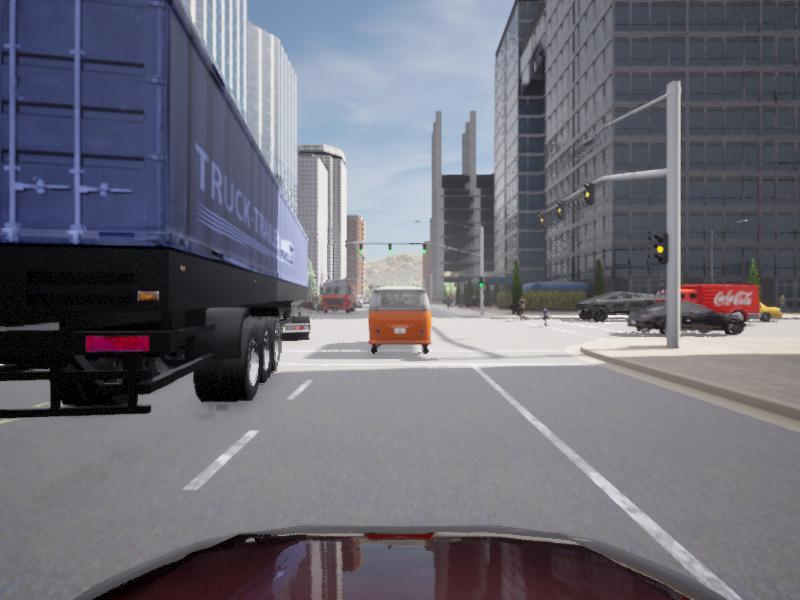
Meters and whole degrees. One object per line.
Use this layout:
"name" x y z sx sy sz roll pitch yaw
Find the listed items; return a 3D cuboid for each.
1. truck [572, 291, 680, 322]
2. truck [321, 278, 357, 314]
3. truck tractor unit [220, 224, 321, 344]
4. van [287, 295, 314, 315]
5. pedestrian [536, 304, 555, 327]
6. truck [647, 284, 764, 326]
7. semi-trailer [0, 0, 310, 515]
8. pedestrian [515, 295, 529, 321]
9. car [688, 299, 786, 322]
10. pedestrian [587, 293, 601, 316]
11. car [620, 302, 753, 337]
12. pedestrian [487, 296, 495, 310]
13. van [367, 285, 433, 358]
"truck" 15.836 0.467 28.350 6.274 2.098 2.390 0 0 1
"truck" -6.995 -0.446 46.966 2.891 3.827 8.468 0 0 0
"truck tractor unit" -5.964 -0.570 17.543 3.053 4.208 6.516 0 0 -28
"van" -10.489 0.486 42.388 1.775 1.987 4.442 0 0 0
"pedestrian" 8.261 0.857 22.707 0.751 1.300 0.751 0 0 -13
"truck" 18.740 0.291 24.806 5.204 2.467 2.627 0 0 1
"semi-trailer" -4.137 -0.649 9.929 2.717 4.402 14.254 0 0 -9
"pedestrian" 8.642 0.562 28.354 0.751 1.860 0.751 0 0 -3
"car" 23.669 0.727 28.214 5.366 1.575 1.801 0 0 1
"pedestrian" 16.050 0.397 33.090 0.751 1.860 0.751 0 0 -1
"car" 12.602 0.822 17.788 4.674 1.442 1.812 0 0 -2
"pedestrian" 12.090 0.341 53.257 0.751 1.860 0.751 0 0 -15
"van" 0.002 0.564 13.077 1.775 1.987 4.442 0 0 0
